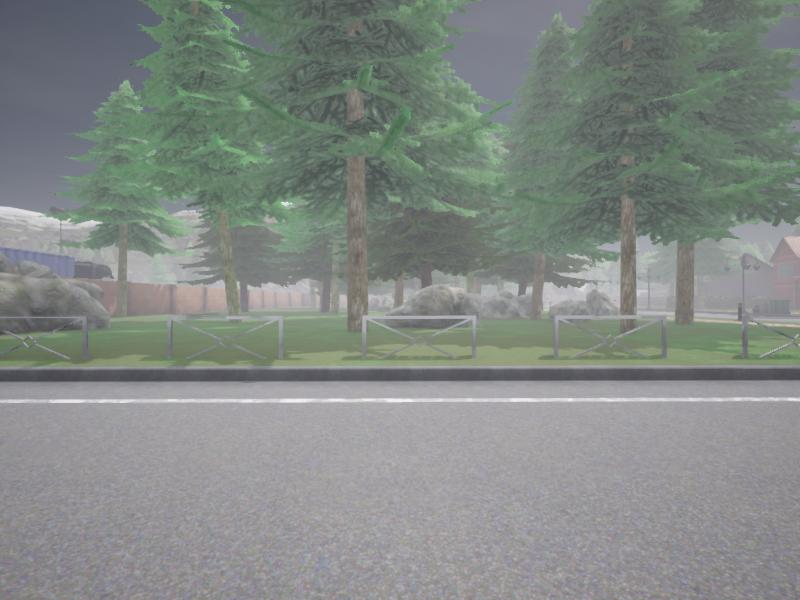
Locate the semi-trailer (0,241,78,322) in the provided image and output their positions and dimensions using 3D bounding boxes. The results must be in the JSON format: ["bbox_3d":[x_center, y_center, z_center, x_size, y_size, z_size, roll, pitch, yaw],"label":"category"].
[{"bbox_3d":[-23.016,-1.024,20.486,2.717,4.402,14.254,0,0,-6],"label":"semi-trailer"}]

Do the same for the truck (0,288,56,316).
[{"bbox_3d":[-30.713,0.137,31.265,2.390,2.098,6.274,0,0,-1],"label":"truck"}]

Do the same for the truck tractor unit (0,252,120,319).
[{"bbox_3d":[-23.644,-0.927,28.372,3.053,4.208,6.516,0,0,-1],"label":"truck tractor unit"}]
